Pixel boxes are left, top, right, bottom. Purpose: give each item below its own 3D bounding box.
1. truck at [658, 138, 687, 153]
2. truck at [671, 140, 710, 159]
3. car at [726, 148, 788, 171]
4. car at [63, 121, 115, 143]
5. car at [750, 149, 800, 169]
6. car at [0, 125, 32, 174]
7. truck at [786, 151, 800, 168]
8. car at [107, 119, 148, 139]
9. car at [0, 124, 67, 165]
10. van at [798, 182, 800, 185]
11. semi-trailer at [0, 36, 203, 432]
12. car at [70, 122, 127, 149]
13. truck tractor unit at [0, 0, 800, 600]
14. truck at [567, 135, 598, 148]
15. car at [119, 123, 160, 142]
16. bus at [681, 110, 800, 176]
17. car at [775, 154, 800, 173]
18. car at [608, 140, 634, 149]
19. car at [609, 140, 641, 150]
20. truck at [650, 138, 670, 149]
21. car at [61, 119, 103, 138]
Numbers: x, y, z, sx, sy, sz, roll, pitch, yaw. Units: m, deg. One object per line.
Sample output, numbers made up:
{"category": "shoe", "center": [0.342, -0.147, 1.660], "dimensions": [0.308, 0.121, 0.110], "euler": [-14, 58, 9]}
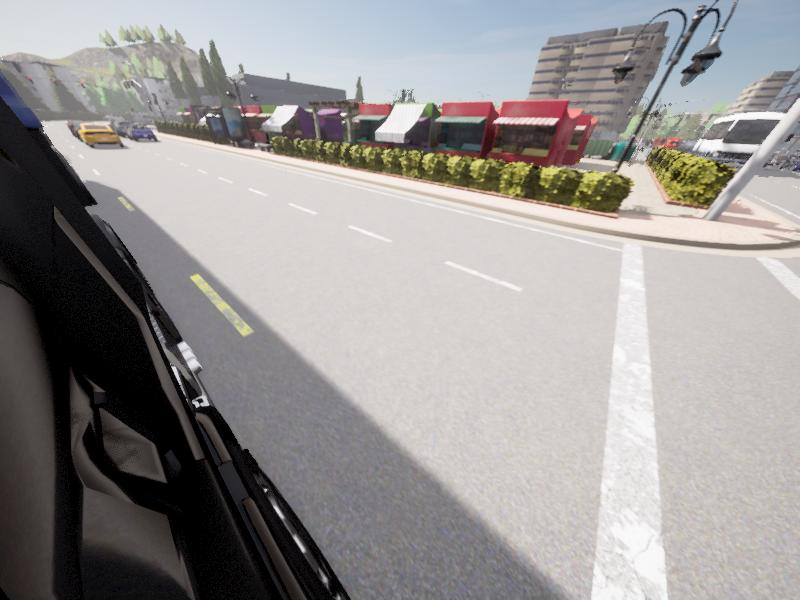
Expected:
{"category": "truck", "center": [55.996, -31.940, 47.660], "dimensions": [2.627, 2.467, 5.204], "euler": [27, 43, 29]}
{"category": "truck", "center": [44.438, -23.208, 35.585], "dimensions": [2.390, 2.098, 6.274], "euler": [27, 43, 29]}
{"category": "car", "center": [38.064, -15.173, 24.849], "dimensions": [2.152, 1.651, 5.027], "euler": [27, 43, 29]}
{"category": "car", "center": [-29.569, -16.018, 21.964], "dimensions": [4.792, 1.488, 2.163], "euler": [28, 43, 29]}
{"category": "car", "center": [45.353, -17.016, 27.768], "dimensions": [2.152, 1.651, 5.027], "euler": [27, 43, 29]}
{"category": "car", "center": [-17.249, -5.535, 8.645], "dimensions": [1.801, 1.575, 5.366], "euler": [-20, 42, -27]}
{"category": "truck", "center": [48.580, -16.159, 26.426], "dimensions": [2.390, 2.098, 6.274], "euler": [27, 43, 29]}
{"category": "car", "center": [-32.012, -20.066, 27.096], "dimensions": [4.856, 1.649, 2.033], "euler": [28, 43, 29]}
{"category": "car", "center": [-20.499, -8.541, 12.542], "dimensions": [4.792, 1.488, 2.163], "euler": [28, 43, 29]}
{"category": "van", "center": [26.816, -7.359, 13.357], "dimensions": [2.069, 2.038, 4.480], "euler": [27, 43, 29]}
{"category": "semi-trailer", "center": [-8.762, -3.558, 4.168], "dimensions": [14.254, 4.402, 2.717], "euler": [27, 43, 29]}
{"category": "car", "center": [-24.366, -13.339, 18.662], "dimensions": [5.008, 1.535, 1.882], "euler": [27, 43, 29]}
{"category": "truck tractor unit", "center": [-2.645, -0.295, 0.351], "dimensions": [6.516, 4.208, 3.053], "euler": [28, 44, 30]}
{"category": "truck", "center": [39.278, -34.201, 49.804], "dimensions": [4.478, 2.038, 2.069], "euler": [28, 43, 29]}
{"category": "car", "center": [-26.975, -17.365, 23.930], "dimensions": [4.193, 1.474, 1.816], "euler": [28, 43, 29]}
{"category": "bus", "center": [31.836, -14.989, 22.021], "dimensions": [3.944, 4.253, 10.273], "euler": [27, 43, 29]}
{"category": "car", "center": [40.806, -13.693, 23.256], "dimensions": [1.994, 1.385, 4.181], "euler": [27, 43, 29]}
{"category": "car", "center": [55.537, -39.022, 58.032], "dimensions": [4.514, 1.525, 2.007], "euler": [27, 43, 29]}
{"category": "car", "center": [53.913, -37.194, 55.415], "dimensions": [5.366, 1.575, 1.801], "euler": [27, 43, 29]}
{"category": "truck", "center": [75.404, -45.635, 67.164], "dimensions": [2.627, 2.467, 5.204], "euler": [27, 43, 29]}
{"category": "car", "center": [-34.849, -18.798, 25.300], "dimensions": [5.008, 1.535, 1.882], "euler": [28, 43, 29]}
